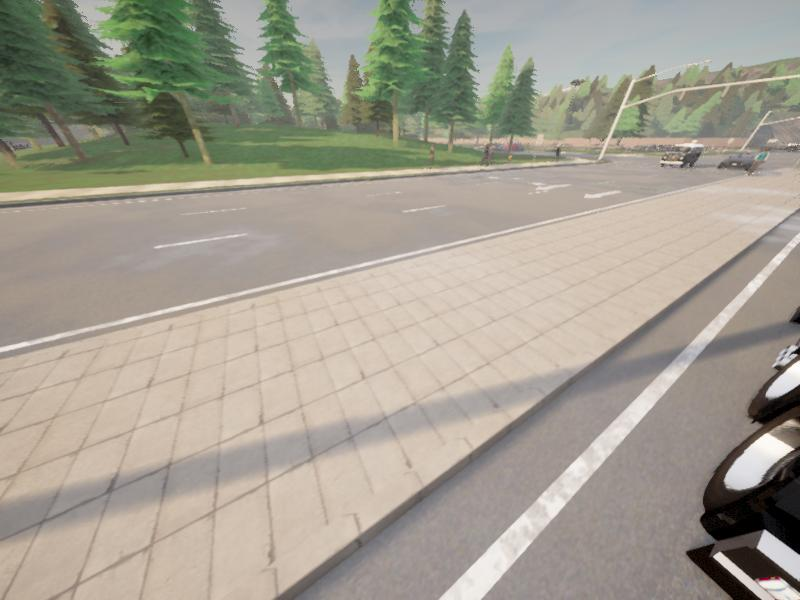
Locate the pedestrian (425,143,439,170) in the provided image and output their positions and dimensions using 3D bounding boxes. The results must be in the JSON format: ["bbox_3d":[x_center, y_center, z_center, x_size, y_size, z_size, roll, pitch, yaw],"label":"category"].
[{"bbox_3d":[2.603,-11.758,18.947,0.751,1.860,0.751,-18,39,-24],"label":"pedestrian"}]

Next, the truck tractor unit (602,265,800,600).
[{"bbox_3d":[5.110,-0.303,0.784,6.516,4.208,3.053,-18,39,-24],"label":"truck tractor unit"}]

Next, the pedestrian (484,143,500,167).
[{"bbox_3d":[8.642,-13.700,21.787,0.751,1.860,0.751,-19,39,-25],"label":"pedestrian"}]

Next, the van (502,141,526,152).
[{"bbox_3d":[25.923,-35.121,52.909,1.775,1.987,4.442,-18,39,-24],"label":"van"}]

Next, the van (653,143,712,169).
[{"bbox_3d":[28.476,-14.512,23.298,4.480,2.038,2.069,-17,38,-24],"label":"van"}]

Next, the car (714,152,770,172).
[{"bbox_3d":[33.027,-13.395,22.310,4.181,1.385,1.994,-17,39,-24],"label":"car"}]

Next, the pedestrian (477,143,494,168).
[{"bbox_3d":[7.678,-12.947,20.697,0.751,1.860,0.751,-18,39,-25],"label":"pedestrian"}]

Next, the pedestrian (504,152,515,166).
[{"bbox_3d":[10.819,-13.939,22.812,0.500,1.100,0.500,-19,39,-26],"label":"pedestrian"}]

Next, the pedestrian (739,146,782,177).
[{"bbox_3d":[25.424,-9.795,16.338,0.751,1.860,0.751,-18,39,-24],"label":"pedestrian"}]

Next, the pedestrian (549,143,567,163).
[{"bbox_3d":[17.197,-15.991,25.147,0.751,1.860,0.751,-12,37,-17],"label":"pedestrian"}]

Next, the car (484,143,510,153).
[{"bbox_3d":[20.517,-32.325,49.166,2.033,1.649,4.856,-18,38,-24],"label":"car"}]
